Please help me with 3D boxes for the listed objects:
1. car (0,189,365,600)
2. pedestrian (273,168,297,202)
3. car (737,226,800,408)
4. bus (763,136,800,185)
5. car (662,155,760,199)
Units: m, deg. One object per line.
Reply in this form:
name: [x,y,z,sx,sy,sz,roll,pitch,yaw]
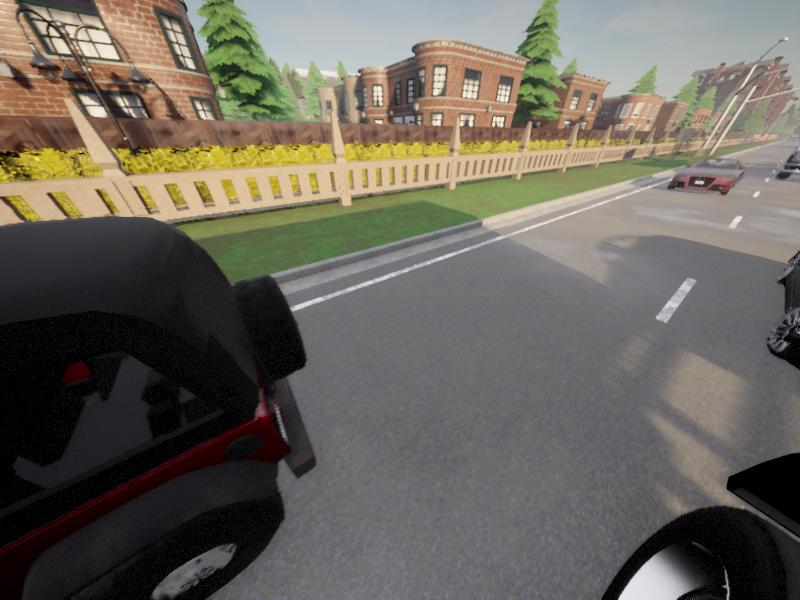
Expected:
car: [-2.411,0.886,1.034,3.866,1.878,1.905,-22,41,-28]
pedestrian: [-4.585,-4.595,9.221,0.500,1.100,0.500,-19,39,-24]
car: [6.422,-0.064,2.653,4.902,1.511,2.128,-22,39,-29]
bus: [26.908,-9.576,13.588,10.273,4.253,3.944,-23,41,-28]
car: [15.239,-6.150,11.331,4.181,1.385,1.994,-22,41,-28]
